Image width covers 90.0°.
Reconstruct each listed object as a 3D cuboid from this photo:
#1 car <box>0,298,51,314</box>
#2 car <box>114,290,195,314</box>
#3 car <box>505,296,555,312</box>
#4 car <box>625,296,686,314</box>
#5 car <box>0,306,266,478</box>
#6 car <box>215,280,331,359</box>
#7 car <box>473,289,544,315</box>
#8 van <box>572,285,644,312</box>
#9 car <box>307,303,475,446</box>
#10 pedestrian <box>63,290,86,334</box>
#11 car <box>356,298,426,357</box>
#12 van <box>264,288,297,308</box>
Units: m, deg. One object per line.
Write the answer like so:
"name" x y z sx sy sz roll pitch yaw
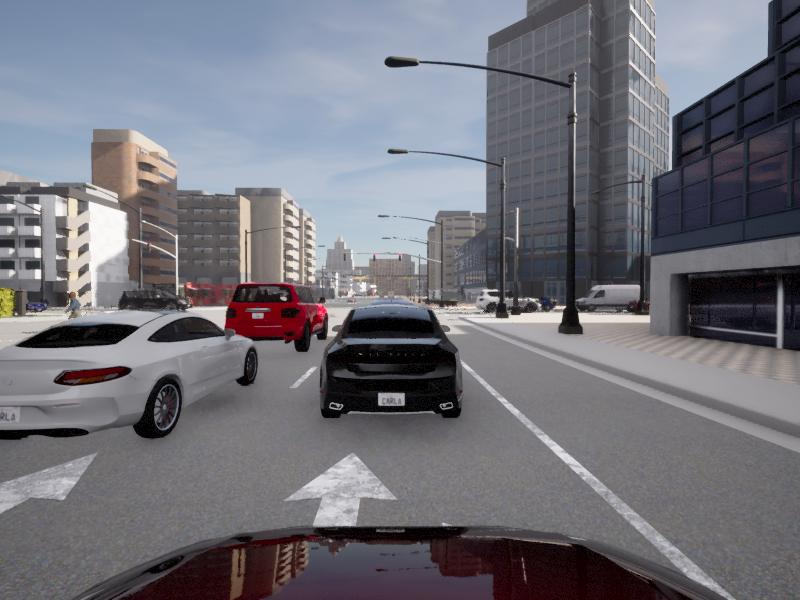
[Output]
"car" -33.106 0.521 34.215 4.718 1.301 1.895 0 1 -1
"car" -21.055 0.154 34.484 5.566 2.045 2.150 0 1 -2
"car" 12.427 0.376 38.379 4.193 1.474 1.816 0 1 -1
"car" 22.344 0.440 35.044 4.193 1.474 1.816 0 1 -1
"car" -3.631 0.861 5.908 1.812 1.442 4.674 0 0 -1
"car" -3.796 0.479 13.206 2.150 2.045 5.566 0 1 -1
"car" 9.389 0.144 34.906 5.566 2.045 2.150 1 1 0
"van" 19.906 -0.155 38.479 5.915 2.561 1.988 0 1 -1
"car" -0.149 0.835 6.827 1.837 1.490 4.892 0 0 -1
"pedestrian" -14.155 0.502 17.409 0.751 1.860 0.751 -1 1 -39
"car" -0.289 0.737 13.310 1.882 1.535 5.008 0 1 -1
"van" -15.145 -0.233 51.184 2.351 2.431 6.366 0 0 -1
